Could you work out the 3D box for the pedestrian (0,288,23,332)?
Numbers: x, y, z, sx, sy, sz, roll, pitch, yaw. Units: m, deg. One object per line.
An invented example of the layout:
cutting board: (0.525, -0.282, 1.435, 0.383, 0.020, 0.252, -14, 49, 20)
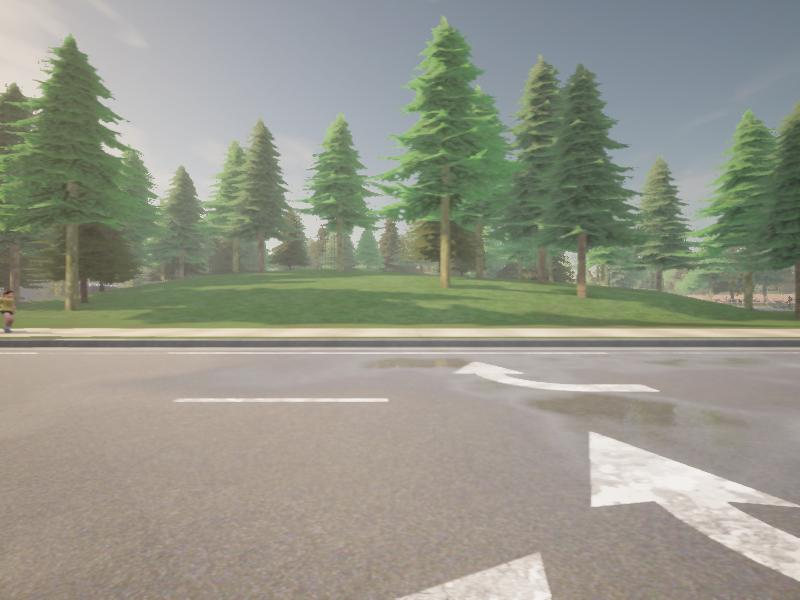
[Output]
pedestrian: (-10.148, 0.255, 10.244, 0.500, 1.100, 0.500, 0, 0, 3)
